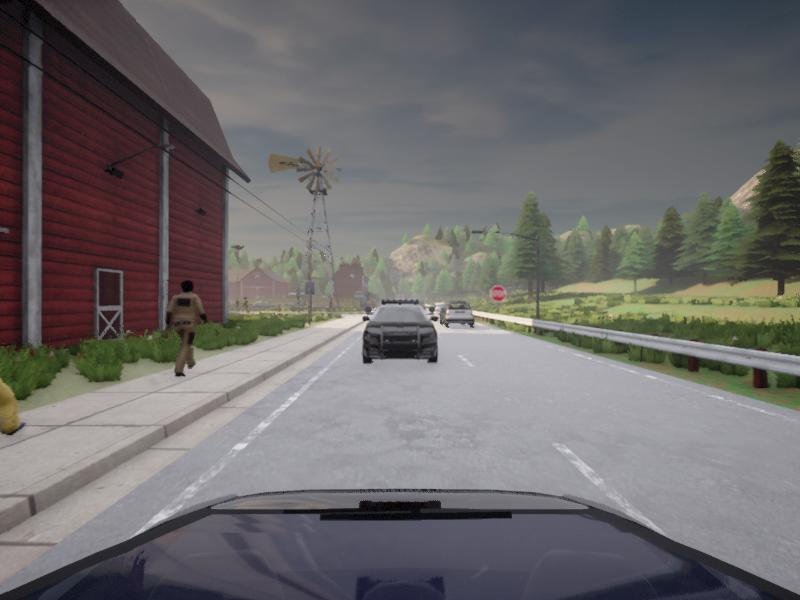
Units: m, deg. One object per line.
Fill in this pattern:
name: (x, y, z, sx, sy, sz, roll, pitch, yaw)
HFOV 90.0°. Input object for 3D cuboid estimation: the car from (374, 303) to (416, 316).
car: (-0.539, 1.028, 44.099, 4.181, 1.385, 1.994, 0, 0, -23)

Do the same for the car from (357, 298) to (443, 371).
car: (0.004, 0.804, 11.592, 1.930, 1.638, 5.238, 0, 0, 0)

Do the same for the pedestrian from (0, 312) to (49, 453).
pedestrian: (-4.101, 0.778, 3.870, 0.751, 1.300, 0.751, 0, 0, -1)

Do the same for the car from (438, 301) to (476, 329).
car: (3.509, 0.858, 25.223, 1.851, 1.617, 3.988, 0, 0, 0)

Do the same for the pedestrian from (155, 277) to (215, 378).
pedestrian: (-4.119, 0.508, 7.718, 0.751, 1.860, 0.751, 0, 0, -1)

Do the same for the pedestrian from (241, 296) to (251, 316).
pedestrian: (-14.432, 0.587, 37.467, 0.751, 1.860, 0.751, 0, 0, -6)

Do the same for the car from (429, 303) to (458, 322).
car: (3.508, 0.960, 33.040, 1.812, 1.442, 4.674, 0, 0, 0)

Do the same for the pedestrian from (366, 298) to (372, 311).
pedestrian: (-4.289, 0.635, 55.523, 0.751, 1.860, 0.751, 0, 0, 4)
